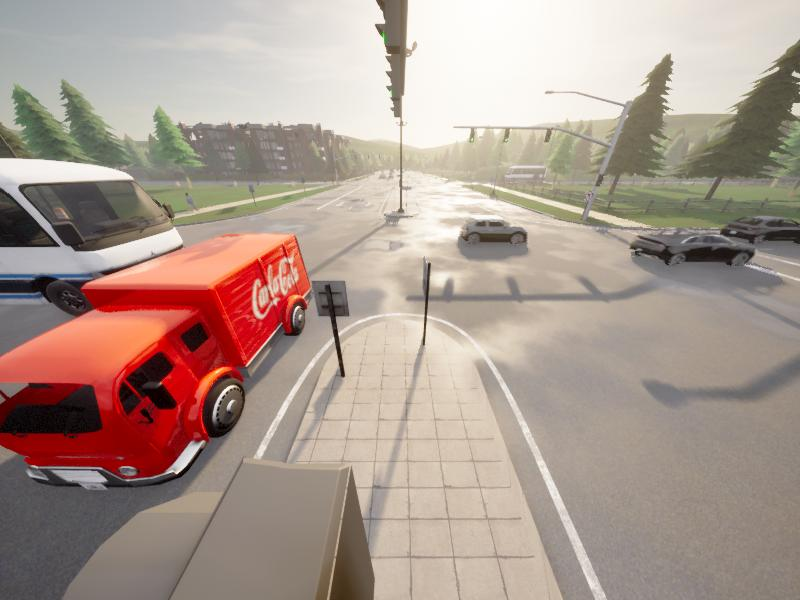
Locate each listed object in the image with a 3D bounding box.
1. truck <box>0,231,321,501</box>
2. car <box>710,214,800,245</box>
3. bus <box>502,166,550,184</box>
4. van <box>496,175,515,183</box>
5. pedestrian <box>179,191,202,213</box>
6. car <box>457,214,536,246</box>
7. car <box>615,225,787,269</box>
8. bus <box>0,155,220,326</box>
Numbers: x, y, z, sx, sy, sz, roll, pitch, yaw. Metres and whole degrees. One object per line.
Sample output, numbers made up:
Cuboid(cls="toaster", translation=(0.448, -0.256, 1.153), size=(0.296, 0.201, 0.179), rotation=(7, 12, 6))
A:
Cuboid(cls="truck", translation=(-3.995, 0.439, 4.875), size=(2.627, 2.467, 5.204), rotation=(0, 30, 1))
Cuboid(cls="car", translation=(22.679, -4.370, 14.200), size=(4.193, 1.474, 1.816), rotation=(0, 30, 0))
Cuboid(cls="bus", translation=(34.340, -34.393, 63.423), size=(10.273, 4.253, 3.944), rotation=(0, 30, 0))
Cuboid(cls="van", translation=(30.695, -35.221, 67.124), size=(4.442, 1.987, 1.775), rotation=(0, 30, 0))
Cuboid(cls="pedestrian", translation=(-19.979, -9.339, 22.068), size=(0.751, 1.860, 0.751), rotation=(3, 30, 5))
Cuboid(cls="car", translation=(5.696, -4.340, 14.146), size=(3.806, 1.475, 1.970), rotation=(0, 30, 0))
Cuboid(cls="car", translation=(14.038, -2.619, 11.131), size=(4.902, 1.511, 2.128), rotation=(0, 30, 0))
Cuboid(cls="bus", translation=(-13.113, -2.066, 7.433), size=(10.273, 4.253, 3.944), rotation=(0, 30, 0))
